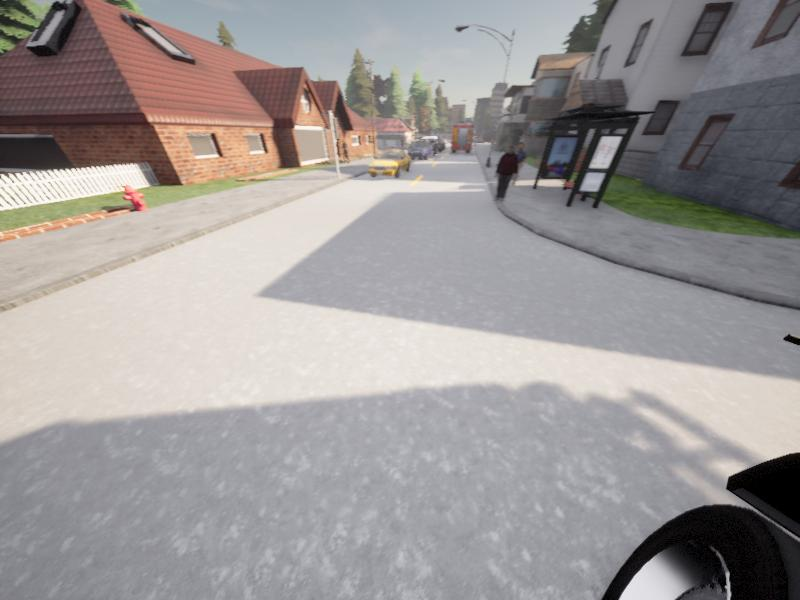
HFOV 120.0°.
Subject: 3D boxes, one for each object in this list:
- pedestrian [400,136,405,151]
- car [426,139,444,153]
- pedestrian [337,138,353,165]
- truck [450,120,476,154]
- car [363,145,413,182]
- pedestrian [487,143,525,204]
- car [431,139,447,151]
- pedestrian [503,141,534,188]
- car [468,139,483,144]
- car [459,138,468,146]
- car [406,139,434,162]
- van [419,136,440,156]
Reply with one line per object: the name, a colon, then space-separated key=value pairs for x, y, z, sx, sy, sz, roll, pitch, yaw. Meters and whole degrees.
pedestrian: x=0.396 y=-25.043 z=36.959 sx=0.751 sy=1.860 sz=0.751 roll=2 pitch=36 yaw=3
car: x=5.492 y=-24.028 z=35.941 sx=2.242 sy=1.667 sz=4.611 roll=8 pitch=36 yaw=11
pedestrian: x=-4.646 y=-12.642 z=19.652 sx=0.751 sy=1.860 sz=0.751 roll=16 pitch=38 yaw=20
truck: x=9.691 y=-25.106 z=35.605 sx=2.891 sy=3.827 sz=8.468 roll=8 pitch=36 yaw=11
car: x=-0.542 y=-9.125 z=15.217 sx=1.801 sy=1.575 sz=5.366 roll=8 pitch=36 yaw=11
pedestrian: x=3.889 y=-4.661 z=8.521 sx=0.751 sy=1.860 sz=0.751 roll=18 pitch=39 yaw=23
car: x=7.057 y=-27.794 z=41.359 sx=2.163 sy=1.488 sz=4.792 roll=8 pitch=36 yaw=11
pedestrian: x=5.709 y=-6.558 z=11.179 sx=0.751 sy=1.860 sz=0.751 roll=19 pitch=40 yaw=24
car: x=23.883 y=-50.240 z=73.160 sx=4.181 sy=1.385 sz=1.994 roll=2 pitch=36 yaw=2
car: x=15.183 y=-37.687 z=55.039 sx=1.930 sy=1.638 sz=5.238 roll=8 pitch=36 yaw=11
car: x=2.177 y=-15.914 z=24.508 sx=2.097 sy=1.767 sz=4.553 roll=8 pitch=36 yaw=11
van: x=3.901 y=-20.268 z=30.374 sx=2.069 sy=2.038 sz=4.480 roll=8 pitch=36 yaw=11
